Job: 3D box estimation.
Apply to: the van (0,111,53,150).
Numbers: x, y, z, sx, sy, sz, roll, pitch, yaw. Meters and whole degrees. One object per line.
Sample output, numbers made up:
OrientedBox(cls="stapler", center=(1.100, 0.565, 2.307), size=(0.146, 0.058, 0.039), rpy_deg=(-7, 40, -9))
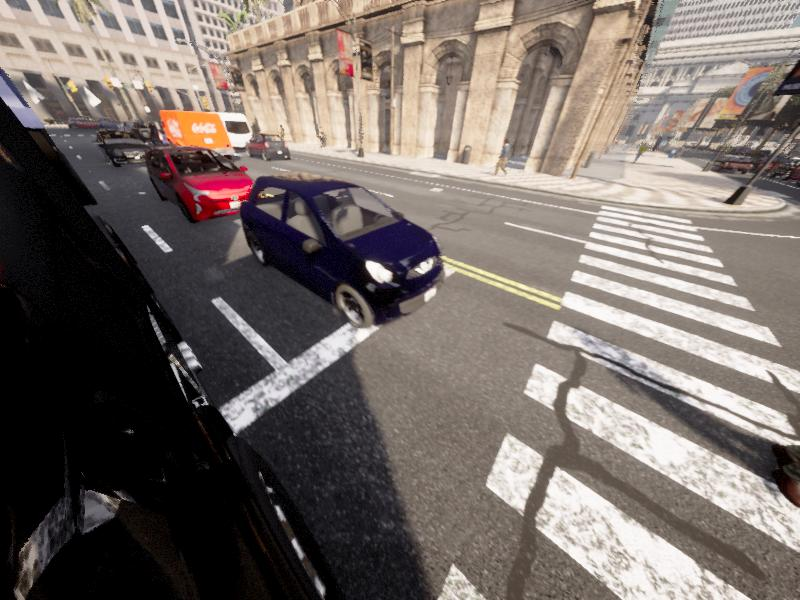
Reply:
OrientedBox(cls="van", center=(-27.069, -12.112, 16.454), size=(4.442, 1.987, 1.775), rpy_deg=(28, 43, 29))

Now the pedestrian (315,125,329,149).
OrientedBox(cls="pedestrian", center=(-7.736, -16.145, 22.924), size=(0.751, 1.860, 0.751), rpy_deg=(27, 43, 28))

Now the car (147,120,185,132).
OrientedBox(cls="car", center=(-40.404, -30.052, 39.925), size=(1.851, 1.617, 3.988), rpy_deg=(28, 43, 30))

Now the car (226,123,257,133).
OrientedBox(cls="car", center=(-34.419, -37.414, 50.275), size=(2.163, 1.488, 4.792), rpy_deg=(28, 43, 30))

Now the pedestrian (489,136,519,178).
OrientedBox(cls="pedestrian", center=(5.626, -7.755, 12.561), size=(0.751, 1.860, 0.751), rpy_deg=(31, 45, 32))

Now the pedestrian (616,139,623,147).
OrientedBox(cls="pedestrian", center=(64.204, -46.003, 67.578), size=(0.751, 1.860, 0.751), rpy_deg=(22, 41, 24))

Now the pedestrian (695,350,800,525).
OrientedBox(cls="pedestrian", center=(3.170, 0.695, 1.343), size=(0.751, 1.860, 0.751), rpy_deg=(15, 38, 16))

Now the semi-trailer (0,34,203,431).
OrientedBox(cls="semi-trailer", center=(-8.762, -3.560, 4.165), size=(14.254, 4.402, 2.717), rpy_deg=(27, 43, 29))

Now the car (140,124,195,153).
OrientedBox(cls="car", center=(-18.551, -12.928, 18.421), size=(3.988, 1.617, 1.851), rpy_deg=(28, 43, 29))

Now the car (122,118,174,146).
OrientedBox(cls="car", center=(-23.379, -15.576, 21.424), size=(4.605, 1.855, 1.932), rpy_deg=(28, 43, 29))

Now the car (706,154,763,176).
OrientedBox(cls="car", center=(31.182, -12.809, 21.747), size=(1.895, 1.301, 4.718), rpy_deg=(27, 43, 29))

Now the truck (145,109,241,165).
OrientedBox(cls="truck", center=(-13.161, -10.451, 14.734), size=(5.204, 2.467, 2.627), rpy_deg=(28, 43, 29))

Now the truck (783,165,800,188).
OrientedBox(cls="truck", center=(26.996, -7.781, 12.638), size=(2.891, 3.827, 8.468), rpy_deg=(28, 43, 29))

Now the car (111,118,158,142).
OrientedBox(cls="car", center=(-28.062, -17.980, 24.409), size=(4.553, 1.767, 2.097), rpy_deg=(28, 43, 30))

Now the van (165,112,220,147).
OrientedBox(cls="van", center=(-20.943, -17.286, 23.321), size=(5.915, 2.561, 1.988), rpy_deg=(28, 43, 29))

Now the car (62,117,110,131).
OrientedBox(cls="car", center=(-46.307, -25.924, 34.125), size=(1.970, 1.475, 3.806), rpy_deg=(28, 43, 29))

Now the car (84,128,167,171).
OrientedBox(cls="car", center=(-14.786, -8.186, 12.412), size=(4.892, 1.490, 1.837), rpy_deg=(28, 43, 30))

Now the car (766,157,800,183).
OrientedBox(cls="car", center=(31.806, -10.242, 18.209), size=(1.970, 1.475, 3.806), rpy_deg=(27, 43, 29))

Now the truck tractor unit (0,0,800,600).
OrientedBox(cls="truck tractor unit", center=(-2.645, -0.295, 0.351), size=(6.516, 4.208, 3.053), rpy_deg=(28, 44, 30))

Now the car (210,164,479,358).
OrientedBox(cls="car", center=(-0.991, -1.058, 3.736), size=(3.633, 1.501, 1.845), rpy_deg=(27, 43, 29))

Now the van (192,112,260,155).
OrientedBox(cls="van", center=(-14.478, -13.889, 19.193), size=(5.915, 2.561, 1.988), rpy_deg=(28, 43, 29))

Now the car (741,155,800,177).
OrientedBox(cls="car", center=(35.979, -13.135, 22.445), size=(1.994, 1.385, 4.181), rpy_deg=(27, 43, 28))

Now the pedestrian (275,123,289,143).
OrientedBox(cls="pedestrian", center=(-13.646, -19.359, 26.843), size=(0.751, 1.860, 0.751), rpy_deg=(23, 41, 24))

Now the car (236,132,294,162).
OrientedBox(cls="car", center=(-9.495, -10.861, 16.307), size=(3.633, 1.501, 1.845), rpy_deg=(28, 43, 29))

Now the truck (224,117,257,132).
OrientedBox(cls="truck", center=(-36.221, -39.832, 52.568), size=(2.627, 2.467, 5.204), rpy_deg=(28, 43, 30))

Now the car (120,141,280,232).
OrientedBox(cls="car", center=(-5.882, -3.582, 6.798), size=(4.514, 1.525, 2.007), rpy_deg=(27, 43, 29))

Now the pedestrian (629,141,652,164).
OrientedBox(cls="pedestrian", center=(23.938, -14.674, 23.015), size=(0.751, 1.860, 0.751), rpy_deg=(28, 44, 30))
